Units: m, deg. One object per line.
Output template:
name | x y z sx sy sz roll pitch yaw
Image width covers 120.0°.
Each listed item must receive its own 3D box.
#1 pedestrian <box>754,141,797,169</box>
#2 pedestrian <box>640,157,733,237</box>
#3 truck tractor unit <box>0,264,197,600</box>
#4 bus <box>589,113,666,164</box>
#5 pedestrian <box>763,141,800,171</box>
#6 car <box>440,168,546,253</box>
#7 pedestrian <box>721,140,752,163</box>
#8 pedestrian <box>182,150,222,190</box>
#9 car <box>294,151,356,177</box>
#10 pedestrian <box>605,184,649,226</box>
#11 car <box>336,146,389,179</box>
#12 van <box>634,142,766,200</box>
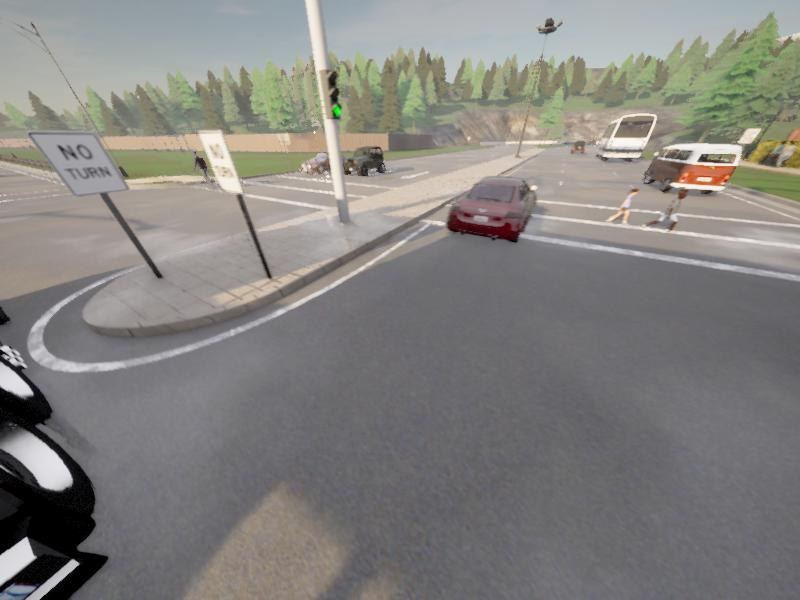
pedestrian | 29.788 -11.542 18.380 0.751 1.860 0.751 16 38 22
pedestrian | 7.717 -2.817 6.382 0.751 1.860 0.751 21 40 28
truck tractor unit | -5.111 -0.300 0.780 6.516 4.208 3.053 18 39 24
bus | 26.702 -19.499 28.056 3.944 4.253 10.273 18 39 25
pedestrian | 29.168 -10.943 17.526 0.751 1.860 0.751 15 38 21
car | 3.029 -3.050 7.161 1.994 1.385 4.181 18 39 25
pedestrian | 32.717 -14.411 22.477 0.751 1.860 0.751 20 40 26
pedestrian | -10.794 -7.121 12.687 0.751 1.860 0.751 6 35 9
car | -5.928 -11.227 18.923 1.812 1.442 4.674 18 39 25
pedestrian | 6.985 -2.942 7.162 0.500 1.100 0.500 18 39 24
car | -2.692 -10.624 17.638 1.905 1.878 3.866 18 39 25
van | 14.498 -6.707 11.725 2.069 2.038 4.480 16 38 20
